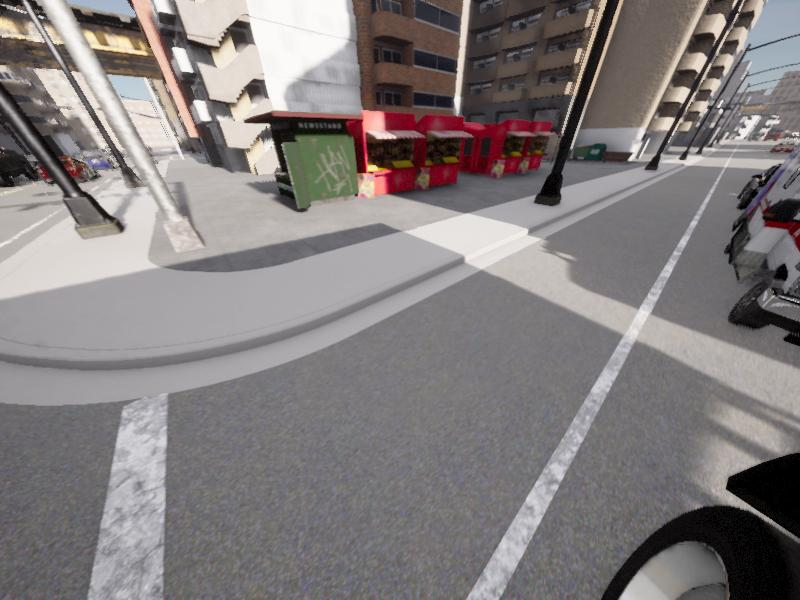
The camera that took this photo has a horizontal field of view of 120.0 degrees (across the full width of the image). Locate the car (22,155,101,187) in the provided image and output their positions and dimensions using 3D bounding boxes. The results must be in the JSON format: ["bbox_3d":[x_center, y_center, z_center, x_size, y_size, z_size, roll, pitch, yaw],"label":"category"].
[{"bbox_3d":[-22.627,-8.891,15.716,1.812,1.442,4.674,-25,42,-31],"label":"car"}]

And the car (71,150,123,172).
[{"bbox_3d":[-29.626,-13.781,22.787,2.163,1.488,4.792,-27,43,-32],"label":"car"}]

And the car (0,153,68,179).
[{"bbox_3d":[-30.624,-11.296,19.268,2.163,1.488,4.792,-25,42,-31],"label":"car"}]

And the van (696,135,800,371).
[{"bbox_3d":[7.404,-1.181,3.491,6.366,2.431,2.351,-25,42,-31],"label":"van"}]

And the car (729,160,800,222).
[{"bbox_3d":[14.858,-4.317,8.816,4.902,1.511,2.128,-25,42,-32],"label":"car"}]

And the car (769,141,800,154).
[{"bbox_3d":[67.378,-26.750,40.491,4.611,1.667,2.242,-27,43,-30],"label":"car"}]

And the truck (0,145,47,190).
[{"bbox_3d":[-26.090,-8.395,14.509,2.390,2.098,6.274,-25,42,-30],"label":"truck"}]

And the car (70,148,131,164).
[{"bbox_3d":[-39.940,-19.449,31.041,2.128,1.511,4.902,-3,35,-4],"label":"car"}]
